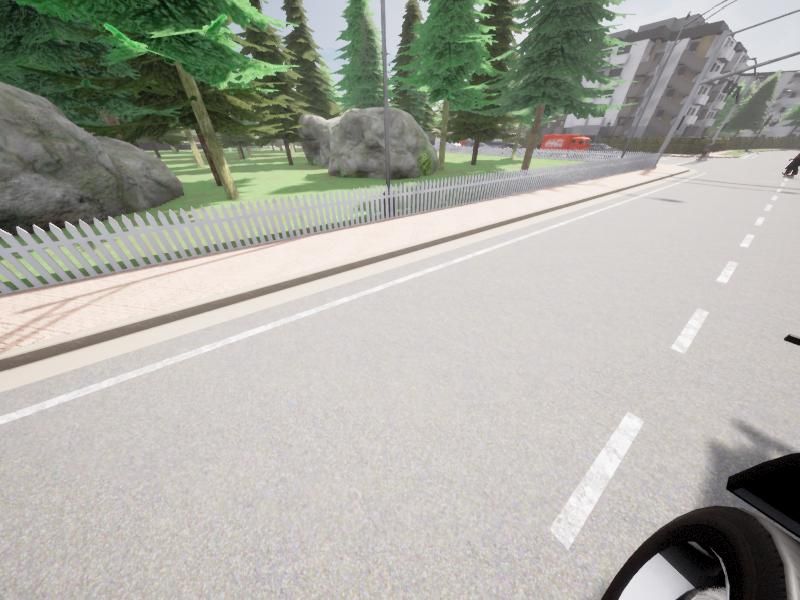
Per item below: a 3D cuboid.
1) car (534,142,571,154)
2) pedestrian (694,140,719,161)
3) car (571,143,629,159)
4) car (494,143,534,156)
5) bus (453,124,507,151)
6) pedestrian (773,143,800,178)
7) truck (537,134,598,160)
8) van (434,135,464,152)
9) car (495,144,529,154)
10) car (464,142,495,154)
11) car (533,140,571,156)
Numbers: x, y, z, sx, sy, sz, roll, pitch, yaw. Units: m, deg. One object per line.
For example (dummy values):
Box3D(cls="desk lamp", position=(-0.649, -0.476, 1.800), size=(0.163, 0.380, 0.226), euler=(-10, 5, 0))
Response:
Box3D(cls="car", position=(25.399, -25.500, 38.626), size=(2.007, 1.525, 4.514), euler=(-29, 44, -34))
Box3D(cls="pedestrian", position=(33.000, -16.106, 24.895), size=(0.751, 1.860, 0.751), euler=(-19, 39, -25))
Box3D(cls="car", position=(25.188, -18.952, 29.340), size=(2.128, 1.511, 4.902), euler=(-21, 40, -26))
Box3D(cls="car", position=(16.910, -22.561, 34.541), size=(1.837, 1.490, 4.892), euler=(-21, 40, -26))
Box3D(cls="bus", position=(16.673, -34.877, 49.638), size=(3.944, 4.253, 10.273), euler=(-21, 40, -26))
Box3D(cls="pedestrian", position=(25.431, -8.893, 14.705), size=(0.751, 1.860, 0.751), euler=(19, 40, 25))
Box3D(cls="truck", position=(20.912, -19.421, 29.204), size=(2.627, 2.467, 5.204), euler=(-21, 40, -26))
Box3D(cls="van", position=(9.171, -29.827, 44.012), size=(1.988, 2.561, 5.915), euler=(-21, 40, -26))
Box3D(cls="car", position=(18.360, -24.902, 38.029), size=(1.895, 1.301, 4.718), euler=(-21, 40, -26))
Box3D(cls="car", position=(13.341, -25.718, 39.051), size=(1.837, 1.490, 4.892), euler=(-21, 40, -26))
Box3D(cls="car", position=(21.880, -22.029, 33.404), size=(1.905, 1.878, 3.866), euler=(-21, 40, -26))
